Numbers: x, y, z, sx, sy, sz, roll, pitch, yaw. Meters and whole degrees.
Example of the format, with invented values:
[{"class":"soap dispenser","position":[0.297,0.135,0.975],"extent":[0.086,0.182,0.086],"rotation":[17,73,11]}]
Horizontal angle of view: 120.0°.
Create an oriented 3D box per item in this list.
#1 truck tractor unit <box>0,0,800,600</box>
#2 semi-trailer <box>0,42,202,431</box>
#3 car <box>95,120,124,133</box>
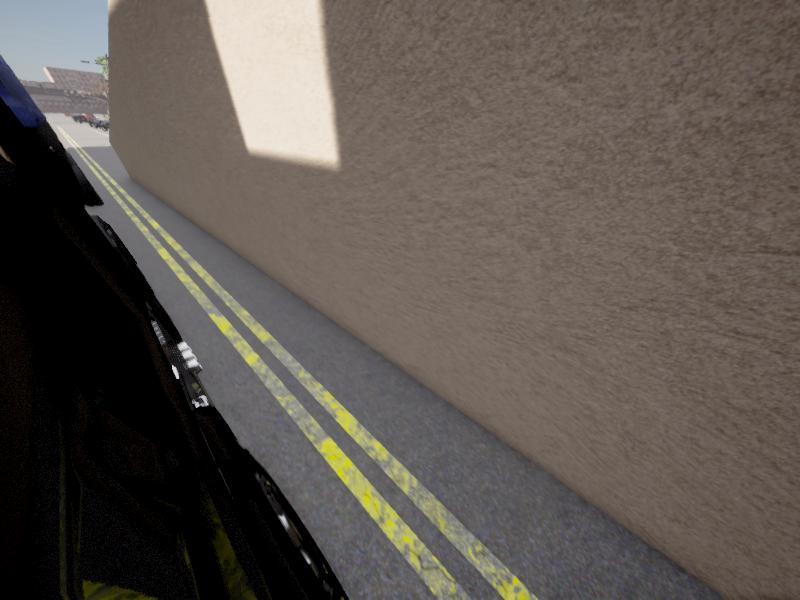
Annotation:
[{"class":"truck tractor unit","position":[-2.645,-0.295,0.351],"extent":[6.516,4.208,3.053],"rotation":[28,44,30]},{"class":"semi-trailer","position":[-8.707,-3.584,4.242],"extent":[14.254,4.402,2.717],"rotation":[28,44,30]},{"class":"car","position":[-47.110,-28.196,37.434],"extent":[4.892,1.490,1.837],"rotation":[27,43,28]}]
